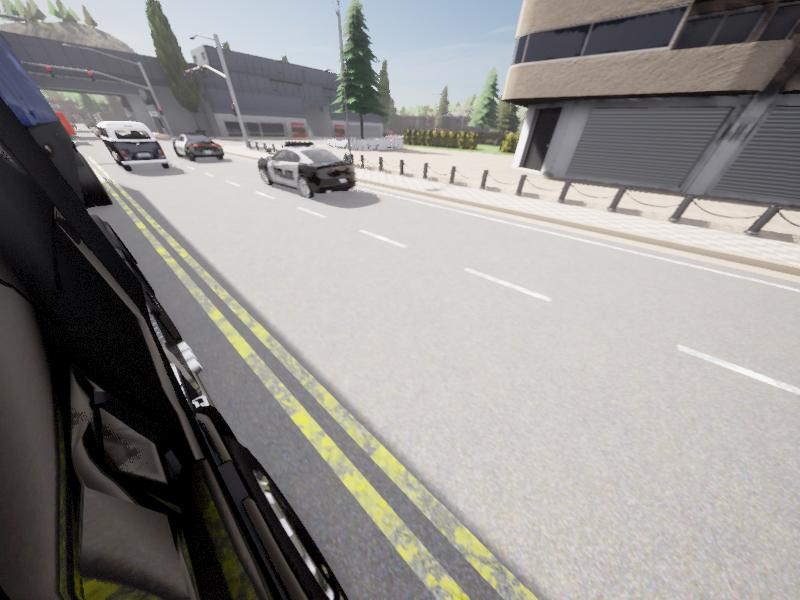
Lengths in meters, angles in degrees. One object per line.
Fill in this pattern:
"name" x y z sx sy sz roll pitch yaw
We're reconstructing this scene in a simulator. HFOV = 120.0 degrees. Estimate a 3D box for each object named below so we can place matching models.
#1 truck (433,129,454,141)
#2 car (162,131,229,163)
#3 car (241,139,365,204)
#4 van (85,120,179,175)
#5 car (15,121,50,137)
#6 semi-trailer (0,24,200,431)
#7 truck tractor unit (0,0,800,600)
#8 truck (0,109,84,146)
"truck" 11.259 -42.617 59.754 2.627 2.467 5.204 28 43 30
"car" -14.328 -10.787 16.167 4.974 1.542 2.038 28 44 31
"car" -3.958 -5.379 9.296 5.238 1.638 1.930 27 43 31
"van" -14.150 -8.170 12.207 4.480 2.038 2.069 28 43 30
"car" -47.508 -22.228 29.951 4.892 1.490 1.837 28 44 30
"semi-trailer" -8.617 -3.630 4.347 14.254 4.402 2.717 29 44 31
"truck tractor unit" -2.645 -0.295 0.351 6.516 4.208 3.053 28 44 30
"truck" -33.295 -15.459 20.708 2.627 2.467 5.204 27 43 30
